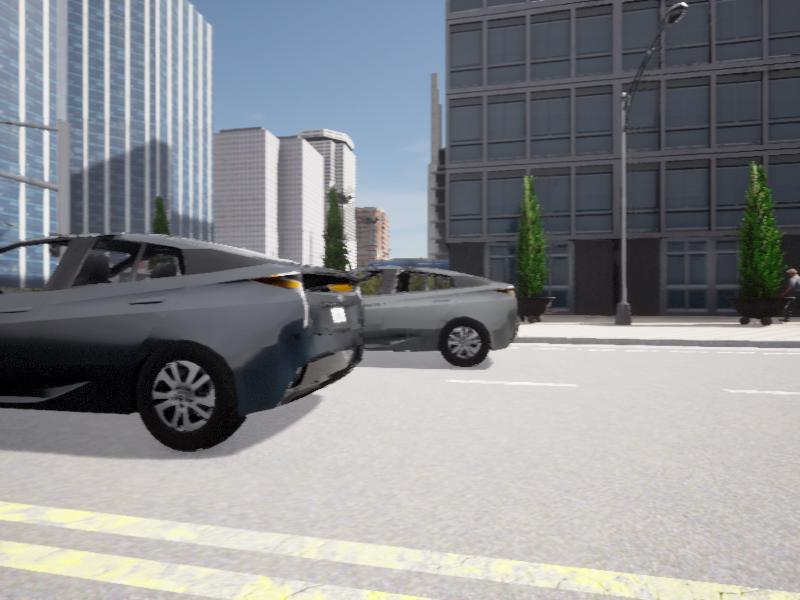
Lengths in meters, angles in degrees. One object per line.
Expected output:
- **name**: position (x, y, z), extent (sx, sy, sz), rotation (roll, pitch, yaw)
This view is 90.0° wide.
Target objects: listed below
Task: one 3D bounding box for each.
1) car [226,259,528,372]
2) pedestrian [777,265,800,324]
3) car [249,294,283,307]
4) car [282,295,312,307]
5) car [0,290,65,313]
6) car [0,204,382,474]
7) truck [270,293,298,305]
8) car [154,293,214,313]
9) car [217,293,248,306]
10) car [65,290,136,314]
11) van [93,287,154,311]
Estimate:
- **car**: position (-0.307, 0.214, 6.796), extent (4.514, 1.525, 2.007), rotation (0, 0, 11)
- **pedestrian**: position (12.830, -0.169, 12.991), extent (0.751, 1.860, 0.751), rotation (0, 0, -39)
- **car**: position (-17.543, 0.077, 52.526), extent (1.930, 1.638, 5.238), rotation (0, 0, 10)
- **car**: position (-13.788, 0.127, 53.672), extent (2.038, 1.542, 4.974), rotation (0, 0, 10)
- **car**: position (-28.581, 0.119, 30.073), extent (1.930, 1.638, 5.238), rotation (0, 0, 10)
- **car**: position (-2.595, 0.220, 3.659), extent (4.514, 1.525, 2.007), rotation (0, 0, 11)
- **truck**: position (-21.092, -0.191, 72.827), extent (2.390, 2.098, 6.274), rotation (0, 0, 10)
- **car**: position (-17.480, 0.211, 32.626), extent (1.812, 1.442, 4.674), rotation (0, 0, 10)
- **car**: position (-23.844, -0.046, 57.100), extent (1.932, 1.855, 4.605), rotation (0, -1, 10)
- **car**: position (-21.642, 0.137, 29.107), extent (1.851, 1.617, 3.988), rotation (0, 0, 10)
- **van**: position (-24.145, -0.062, 35.110), extent (1.775, 1.987, 4.442), rotation (0, 0, 10)
